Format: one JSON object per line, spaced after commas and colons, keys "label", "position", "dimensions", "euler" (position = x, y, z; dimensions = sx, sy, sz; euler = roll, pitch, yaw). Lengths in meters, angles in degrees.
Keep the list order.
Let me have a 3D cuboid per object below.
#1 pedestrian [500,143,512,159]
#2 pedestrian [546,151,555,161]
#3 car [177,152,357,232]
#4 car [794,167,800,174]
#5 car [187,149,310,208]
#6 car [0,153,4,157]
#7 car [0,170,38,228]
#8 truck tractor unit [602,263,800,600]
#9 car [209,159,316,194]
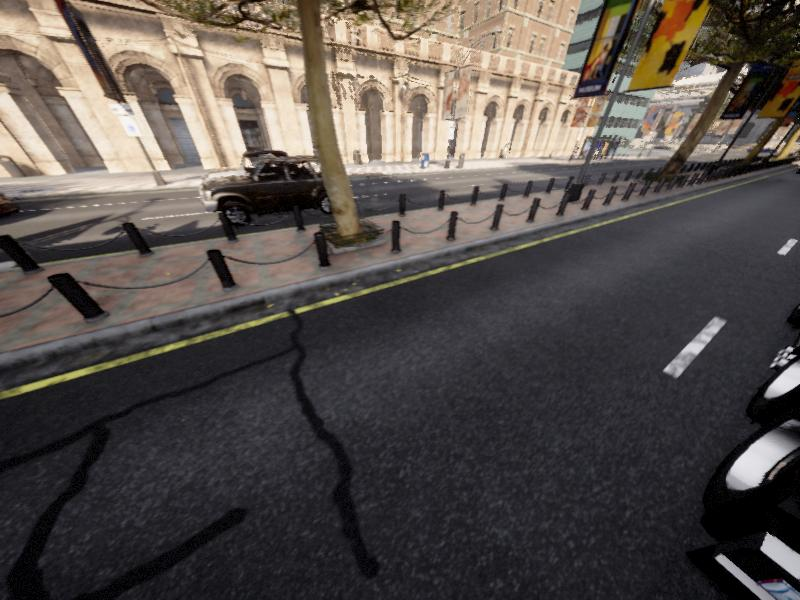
{"label": "pedestrian", "position": [14.630, -20.650, 31.992], "dimensions": [0.751, 1.860, 0.751], "euler": [-17, 38, -23]}
{"label": "pedestrian", "position": [19.228, -18.436, 29.521], "dimensions": [0.500, 1.100, 0.500], "euler": [-11, 36, -16]}
{"label": "car", "position": [-4.098, -3.918, 7.976], "dimensions": [4.605, 1.855, 1.932], "euler": [-18, 39, -24]}
{"label": "car", "position": [38.071, -12.223, 20.619], "dimensions": [5.238, 1.638, 1.930], "euler": [-18, 39, -24]}
{"label": "car", "position": [-6.371, -5.491, 10.206], "dimensions": [3.866, 1.878, 1.905], "euler": [-18, 39, -24]}
{"label": "car", "position": [-53.430, -18.640, 28.700], "dimensions": [2.097, 1.767, 4.553], "euler": [-18, 39, -24]}
{"label": "car", "position": [-14.527, -2.632, 6.456], "dimensions": [4.181, 1.385, 1.994], "euler": [-18, 39, -24]}
{"label": "truck tractor unit", "position": [5.114, -0.294, 0.798], "dimensions": [6.516, 4.208, 3.053], "euler": [-18, 39, -24]}
{"label": "car", "position": [-7.471, -7.035, 12.930], "dimensions": [4.718, 1.301, 1.895], "euler": [-18, 39, -25]}
